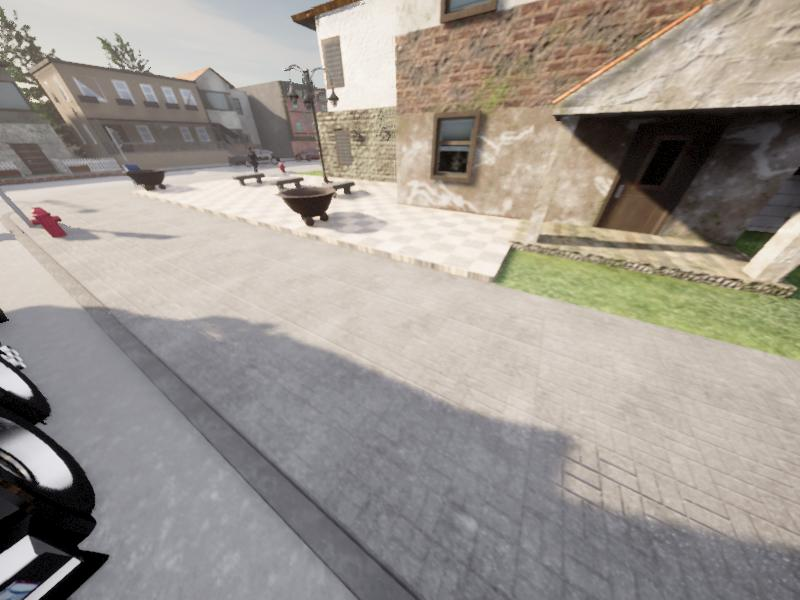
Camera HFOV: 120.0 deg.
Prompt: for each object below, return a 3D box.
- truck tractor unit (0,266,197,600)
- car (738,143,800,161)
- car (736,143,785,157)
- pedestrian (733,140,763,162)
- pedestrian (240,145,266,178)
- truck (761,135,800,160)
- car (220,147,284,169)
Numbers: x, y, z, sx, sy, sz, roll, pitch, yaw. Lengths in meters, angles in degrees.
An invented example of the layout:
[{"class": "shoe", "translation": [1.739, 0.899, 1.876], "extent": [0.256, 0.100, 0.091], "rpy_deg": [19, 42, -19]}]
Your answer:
[{"class": "truck tractor unit", "translation": [-5.115, -0.296, 0.775], "extent": [6.516, 4.208, 3.053], "rpy_deg": [18, 39, 24]}, {"class": "car", "translation": [44.198, -17.821, 27.734], "extent": [2.242, 1.667, 4.611], "rpy_deg": [18, 39, 25]}, {"class": "car", "translation": [53.568, -22.490, 34.479], "extent": [2.038, 1.542, 4.974], "rpy_deg": [19, 39, 26]}, {"class": "pedestrian", "translation": [36.343, -15.543, 24.146], "extent": [0.751, 1.860, 0.751], "rpy_deg": [18, 39, 24]}, {"class": "pedestrian", "translation": [-10.125, -9.569, 15.979], "extent": [0.751, 1.860, 0.751], "rpy_deg": [-5, 35, -7]}, {"class": "truck", "translation": [49.823, -19.134, 28.867], "extent": [2.627, 2.467, 5.204], "rpy_deg": [18, 39, 25]}, {"class": "car", "translation": [-15.502, -15.237, 24.603], "extent": [1.930, 1.638, 5.238], "rpy_deg": [18, 39, 24]}]
